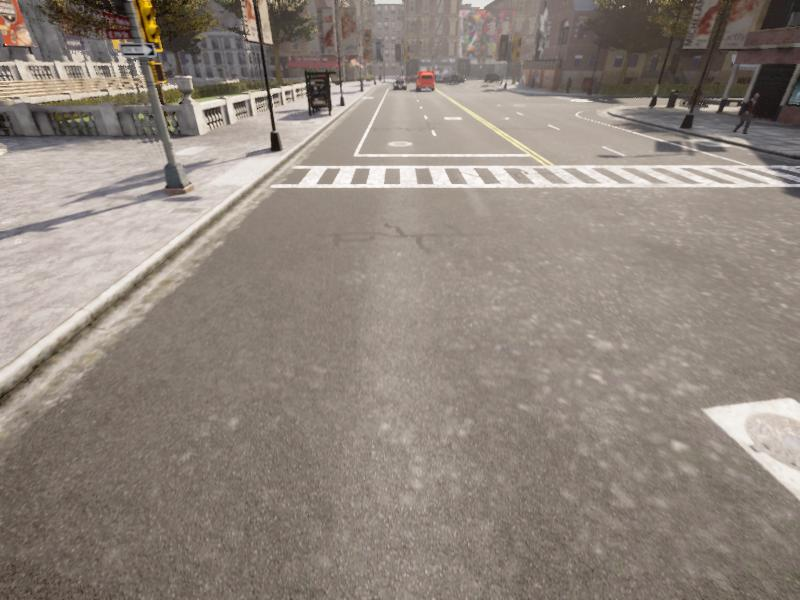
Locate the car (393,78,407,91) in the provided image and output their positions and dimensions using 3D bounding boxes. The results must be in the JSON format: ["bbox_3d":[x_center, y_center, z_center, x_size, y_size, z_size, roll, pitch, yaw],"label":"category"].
[{"bbox_3d":[0.005,-30.282,56.297,1.970,1.475,3.806,0,30,0],"label":"car"}]

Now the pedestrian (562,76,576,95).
[{"bbox_3d":[19.310,-24.547,45.696,0.751,1.860,0.751,-13,33,-20],"label":"pedestrian"}]

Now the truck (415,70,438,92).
[{"bbox_3d":[3.505,-29.684,54.206,2.627,2.467,5.204,0,30,0],"label":"truck"}]

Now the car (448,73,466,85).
[{"bbox_3d":[10.853,-41.835,75.538,1.932,1.855,4.605,13,33,21],"label":"car"}]

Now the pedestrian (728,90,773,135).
[{"bbox_3d":[16.436,-8.806,18.829,0.751,1.860,0.751,3,30,5],"label":"pedestrian"}]

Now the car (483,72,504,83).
[{"bbox_3d":[19.144,-45.574,81.922,1.932,1.855,4.605,22,37,33],"label":"car"}]

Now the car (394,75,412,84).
[{"bbox_3d":[0.607,-42.387,76.894,2.002,1.452,4.674,10,32,17],"label":"car"}]

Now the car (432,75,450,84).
[{"bbox_3d":[7.948,-42.715,77.458,2.007,1.525,4.514,13,33,21],"label":"car"}]

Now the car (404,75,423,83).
[{"bbox_3d":[2.772,-45.004,81.511,1.895,1.301,4.718,16,34,25],"label":"car"}]
